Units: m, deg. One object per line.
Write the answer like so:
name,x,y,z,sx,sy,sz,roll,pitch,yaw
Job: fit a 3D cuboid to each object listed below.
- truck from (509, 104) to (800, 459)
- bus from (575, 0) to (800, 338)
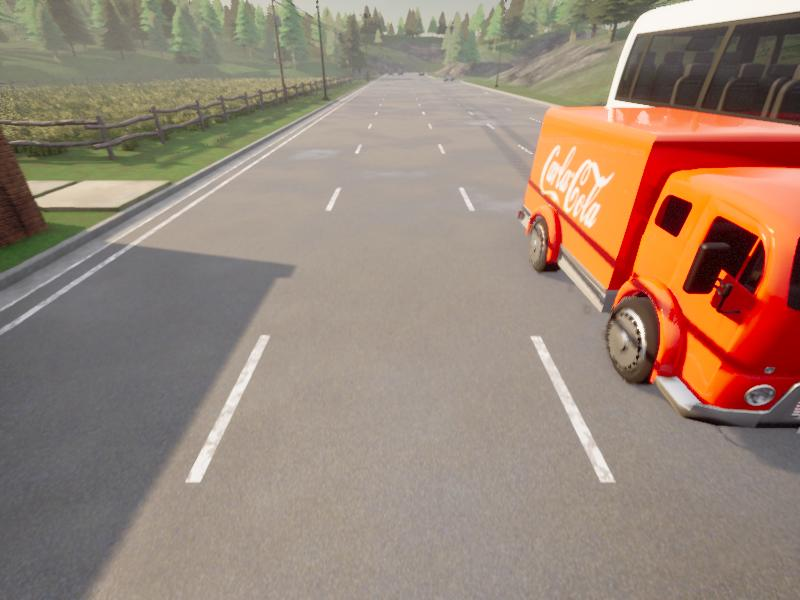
truck,3.503,-0.959,5.190,2.627,2.467,5.204,0,30,0
bus,7.125,-2.631,6.286,3.944,4.253,10.273,0,30,0
